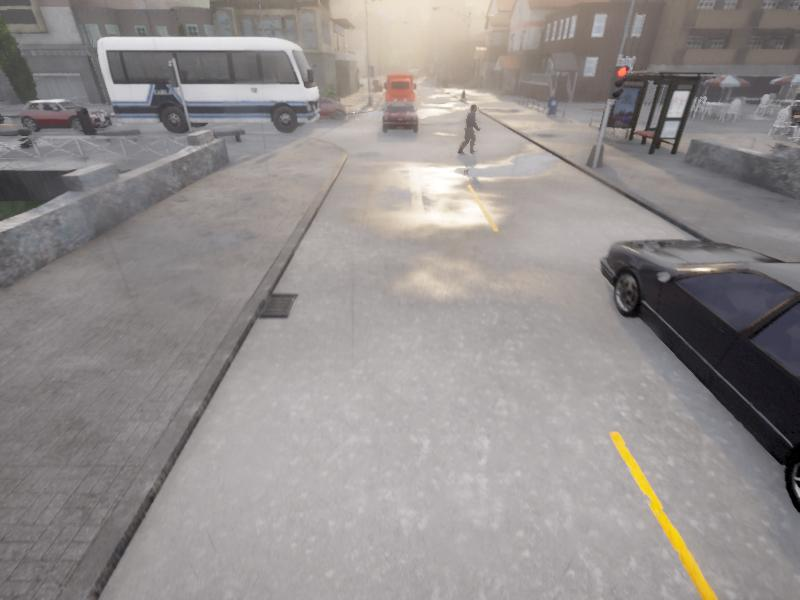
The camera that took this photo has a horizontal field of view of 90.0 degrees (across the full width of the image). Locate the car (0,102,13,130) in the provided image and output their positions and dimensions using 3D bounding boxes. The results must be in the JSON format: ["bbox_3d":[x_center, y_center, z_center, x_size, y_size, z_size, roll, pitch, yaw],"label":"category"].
[{"bbox_3d":[-24.350,-9.869,21.587,4.718,1.301,1.895,0,30,0],"label":"car"}]

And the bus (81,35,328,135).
[{"bbox_3d":[-9.367,-11.229,20.992,10.273,4.253,3.944,0,30,-1],"label":"bus"}]

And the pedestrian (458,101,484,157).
[{"bbox_3d":[2.679,-6.490,15.213,0.751,1.860,0.751,2,30,3],"label":"pedestrian"}]

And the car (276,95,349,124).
[{"bbox_3d":[-5.505,-12.088,25.316,4.181,1.385,1.994,-9,32,-15],"label":"car"}]

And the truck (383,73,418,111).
[{"bbox_3d":[0.022,-17.337,33.190,2.627,2.467,5.204,0,31,0],"label":"truck"}]

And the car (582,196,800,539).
[{"bbox_3d":[3.996,0.437,3.878,2.033,1.411,5.357,0,30,0],"label":"car"}]

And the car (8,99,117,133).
[{"bbox_3d":[-17.985,-9.940,21.532,3.806,1.475,1.970,0,30,0],"label":"car"}]

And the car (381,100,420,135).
[{"bbox_3d":[0.016,-10.133,22.049,1.895,1.301,4.718,0,30,0],"label":"car"}]
